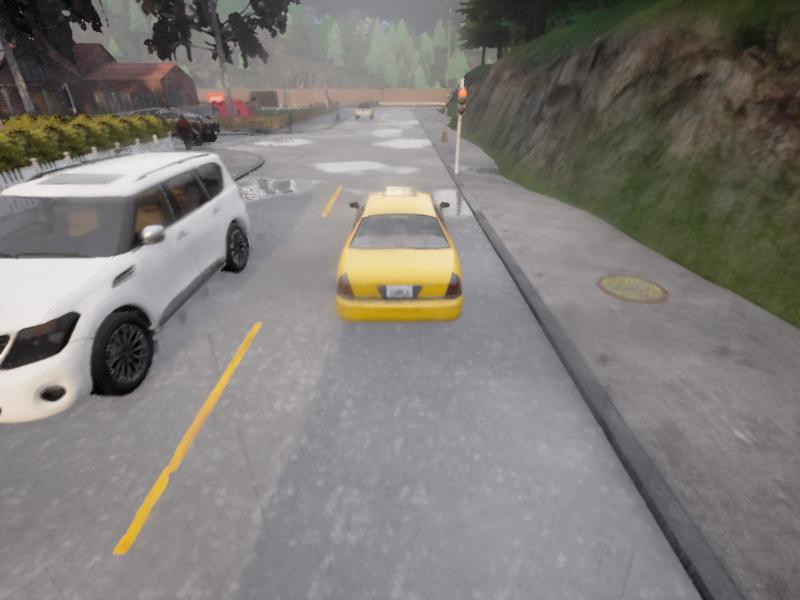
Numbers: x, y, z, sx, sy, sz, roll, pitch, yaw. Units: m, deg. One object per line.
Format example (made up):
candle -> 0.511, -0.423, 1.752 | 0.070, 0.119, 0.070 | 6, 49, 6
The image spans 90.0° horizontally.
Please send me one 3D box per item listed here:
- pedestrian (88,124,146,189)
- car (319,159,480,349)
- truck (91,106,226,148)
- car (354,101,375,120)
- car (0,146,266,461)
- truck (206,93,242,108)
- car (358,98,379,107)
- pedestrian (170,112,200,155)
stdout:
pedestrian -> -9.097, -4.631, 12.939 | 0.751, 1.860, 0.751 | 6, 28, 11
car -> -0.006, -1.311, 7.202 | 1.801, 1.575, 5.366 | 0, 28, 0
truck -> -14.218, -10.405, 23.976 | 6.274, 2.098, 2.390 | 0, 28, 0
car -> -4.006, -21.714, 45.741 | 1.932, 1.855, 4.605 | 0, 28, 0
car -> -3.973, -0.743, 5.624 | 2.150, 2.045, 5.566 | 0, 28, 0
truck -> -32.811, -37.285, 74.784 | 5.204, 2.467, 2.627 | 0, 28, 0
car -> -6.063, -38.271, 77.608 | 3.705, 1.549, 1.789 | 12, 30, 21
pedestrian -> -10.681, -8.303, 19.932 | 0.751, 1.860, 0.751 | -22, 35, -35
